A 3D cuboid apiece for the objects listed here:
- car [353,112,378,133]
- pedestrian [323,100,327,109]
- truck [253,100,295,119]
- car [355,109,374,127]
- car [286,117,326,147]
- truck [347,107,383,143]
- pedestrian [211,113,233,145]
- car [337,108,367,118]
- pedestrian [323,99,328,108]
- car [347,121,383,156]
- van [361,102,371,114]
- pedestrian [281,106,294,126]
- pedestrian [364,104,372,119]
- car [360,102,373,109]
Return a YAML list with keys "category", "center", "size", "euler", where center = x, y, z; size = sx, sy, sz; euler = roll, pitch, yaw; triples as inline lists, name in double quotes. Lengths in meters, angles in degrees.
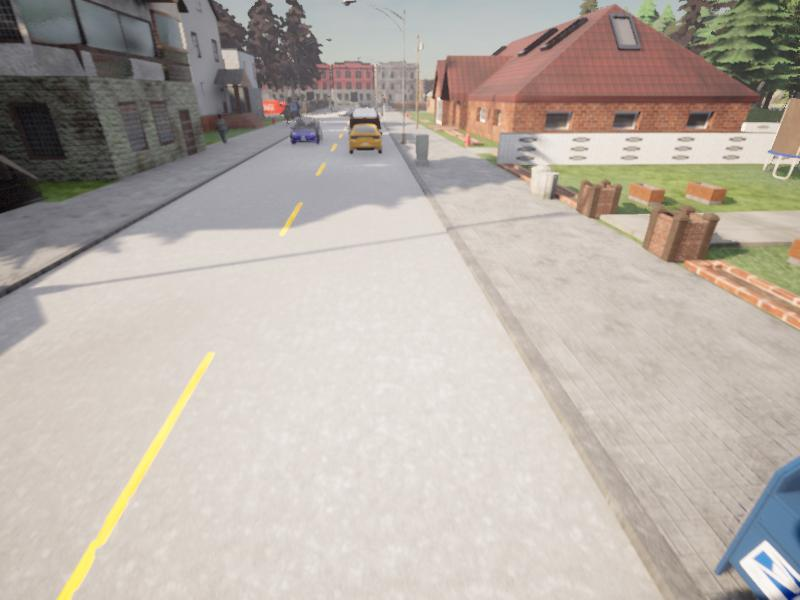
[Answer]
- category: "car"
  center: [-3.232, -16.660, 37.412]
  size: [2.128, 1.511, 4.902]
  euler: [-2, 27, -4]
- category: "pedestrian"
  center: [-16.540, -43.175, 88.343]
  size: [0.751, 1.860, 0.751]
  euler: [-1, 27, -3]
- category: "truck"
  center: [-18.492, -28.144, 59.147]
  size: [5.204, 2.467, 2.627]
  euler: [-2, 27, -4]
- category: "car"
  center: [-3.797, -19.782, 43.385]
  size: [1.851, 1.617, 3.988]
  euler: [-2, 27, -3]
- category: "car"
  center: [-6.394, -11.677, 27.676]
  size: [2.007, 1.525, 4.514]
  euler: [-2, 27, -4]
- category: "truck"
  center: [-2.636, -13.398, 30.417]
  size: [2.390, 2.098, 6.274]
  euler: [-2, 27, -4]
- category: "pedestrian"
  center: [-11.297, -10.854, 25.408]
  size: [0.751, 1.860, 0.751]
  euler: [-2, 27, -4]
- category: "car"
  center: [-7.593, -29.624, 63.351]
  size: [1.895, 1.301, 4.718]
  euler: [19, 33, 32]
- category: "pedestrian"
  center: [-18.539, -49.091, 99.857]
  size: [0.751, 1.860, 0.751]
  euler: [-14, 30, -25]
- category: "car"
  center: [-2.066, -9.747, 23.923]
  size: [1.882, 1.535, 5.008]
  euler: [-2, 27, -4]
- category: "van"
  center: [-6.694, -37.516, 77.980]
  size: [1.775, 1.987, 4.442]
  euler: [-2, 27, -4]
- category: "pedestrian"
  center: [-11.536, -18.860, 41.000]
  size: [0.751, 1.860, 0.751]
  euler: [10, 29, 18]
- category: "pedestrian"
  center: [-4.460, -26.376, 55.895]
  size: [0.751, 1.860, 0.751]
  euler: [-12, 30, -23]
- category: "car"
  center: [-8.434, -49.285, 101.384]
  size: [1.801, 1.575, 5.366]
  euler: [6, 28, 11]
